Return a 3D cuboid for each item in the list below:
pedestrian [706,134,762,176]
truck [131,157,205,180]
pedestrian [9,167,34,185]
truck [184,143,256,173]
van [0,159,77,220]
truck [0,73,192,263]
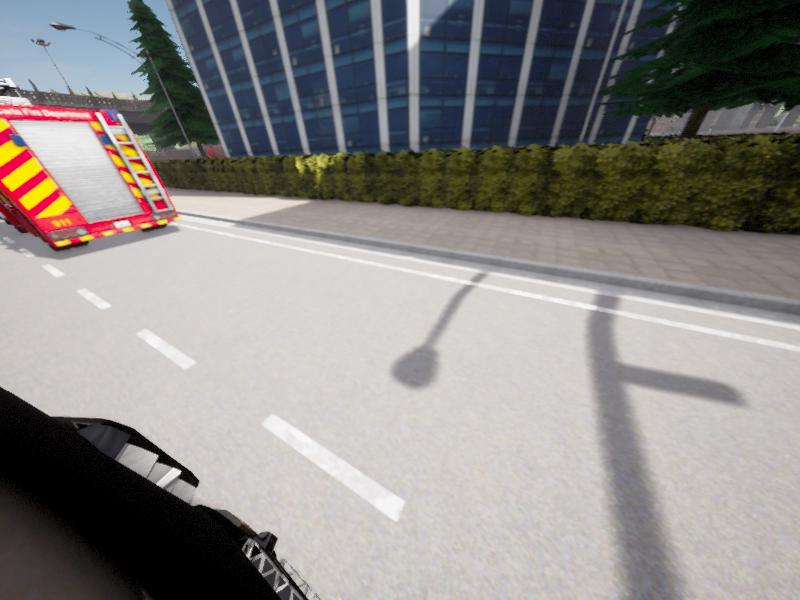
[{"bbox_3d":[17.944,-7.812,12.480,0.751,1.860,0.751,12,36,21],"label":"pedestrian"},{"bbox_3d":[-30.947,-17.824,31.160,2.390,2.098,6.274,15,37,24],"label":"truck"},{"bbox_3d":[-47.252,-15.507,28.833,0.751,1.860,0.751,15,37,24],"label":"pedestrian"},{"bbox_3d":[-29.692,-24.010,38.857,2.891,3.827,8.468,15,37,24],"label":"truck"},{"bbox_3d":[-21.665,-6.278,12.832,6.366,2.431,2.351,15,37,24],"label":"van"},{"bbox_3d":[-11.865,-4.273,7.825,8.468,3.827,2.891,15,37,24],"label":"truck"}]
